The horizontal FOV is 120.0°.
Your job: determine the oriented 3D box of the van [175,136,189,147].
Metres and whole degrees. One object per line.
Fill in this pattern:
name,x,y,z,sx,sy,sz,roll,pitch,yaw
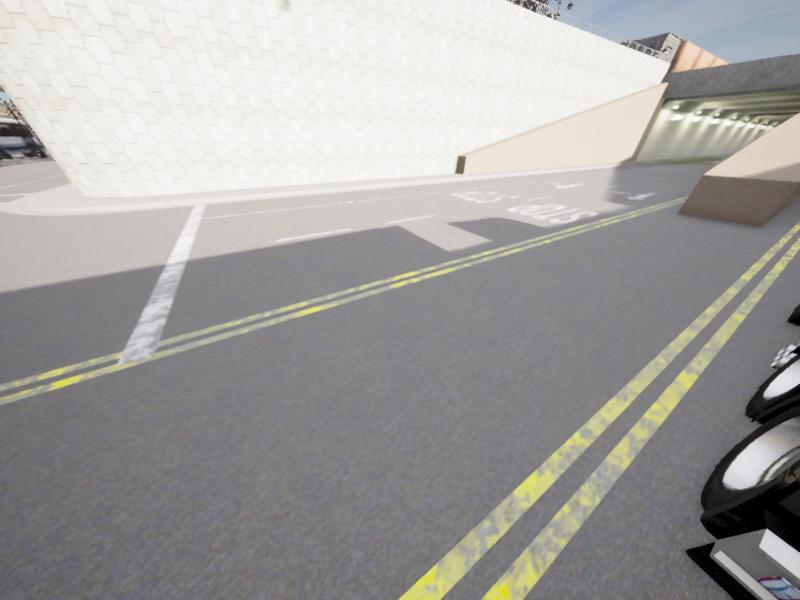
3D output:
van,-63.935,-46.507,67.902,1.988,2.561,5.915,-21,40,-28

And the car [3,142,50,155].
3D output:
car,-58.464,-23.815,36.321,1.882,1.535,5.008,-18,39,-25

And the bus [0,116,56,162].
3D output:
bus,-48.438,-19.267,27.500,3.944,4.253,10.273,-18,39,-25

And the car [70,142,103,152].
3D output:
car,-60.427,-29.612,44.717,2.128,1.511,4.902,-18,39,-25

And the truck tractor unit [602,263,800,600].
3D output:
truck tractor unit,5.118,-0.293,0.786,6.516,4.208,3.053,-18,39,-24
